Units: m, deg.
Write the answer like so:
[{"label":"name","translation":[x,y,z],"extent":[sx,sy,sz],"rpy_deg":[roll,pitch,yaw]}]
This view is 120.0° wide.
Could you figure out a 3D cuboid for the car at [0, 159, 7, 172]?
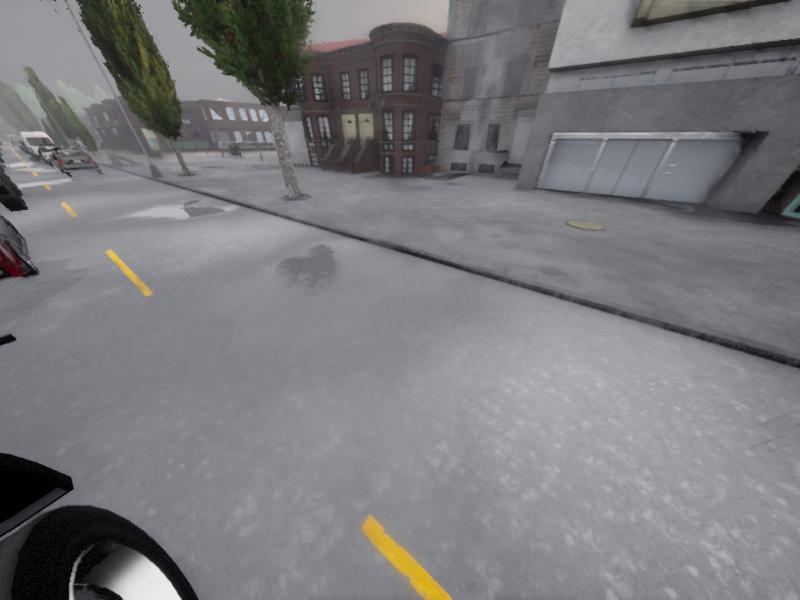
[{"label":"car","translation":[-32.789,-10.991,17.890],"extent":[5.366,1.575,1.801],"rpy_deg":[22,41,28]}]

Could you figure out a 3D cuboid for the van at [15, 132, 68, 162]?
[{"label":"van","translation":[-39.931,-17.132,25.721],"extent":[5.915,2.561,1.988],"rpy_deg":[23,41,28]}]

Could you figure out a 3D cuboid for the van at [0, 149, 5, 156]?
[{"label":"van","translation":[-56.179,-21.000,31.048],"extent":[5.915,2.561,1.988],"rpy_deg":[22,41,28]}]

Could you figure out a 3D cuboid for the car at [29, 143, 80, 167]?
[{"label":"car","translation":[-32.094,-13.540,21.488],"extent":[3.988,1.617,1.851],"rpy_deg":[22,41,28]}]

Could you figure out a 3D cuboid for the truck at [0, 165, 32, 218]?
[{"label":"truck","translation":[-16.217,-4.404,8.218],"extent":[6.274,2.098,2.390],"rpy_deg":[22,41,28]}]

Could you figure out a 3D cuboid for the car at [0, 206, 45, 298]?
[{"label":"car","translation":[-8.786,-1.054,4.154],"extent":[4.181,1.385,1.994],"rpy_deg":[22,41,28]}]

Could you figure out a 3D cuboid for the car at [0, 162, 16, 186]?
[{"label":"car","translation":[-23.806,-7.280,12.750],"extent":[4.902,1.511,2.128],"rpy_deg":[22,41,28]}]

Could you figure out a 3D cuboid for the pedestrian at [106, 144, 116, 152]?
[{"label":"pedestrian","translation":[-46.029,-24.205,36.760],"extent":[0.500,1.100,0.500],"rpy_deg":[21,40,26]}]

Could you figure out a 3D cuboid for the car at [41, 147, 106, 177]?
[{"label":"car","translation":[-22.798,-9.701,16.153],"extent":[3.705,1.549,1.789],"rpy_deg":[22,41,28]}]

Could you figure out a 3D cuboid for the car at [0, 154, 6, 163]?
[{"label":"car","translation":[-41.618,-14.735,22.879],"extent":[4.605,1.855,1.932],"rpy_deg":[22,41,28]}]

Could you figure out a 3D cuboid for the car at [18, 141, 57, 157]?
[{"label":"car","translation":[-48.654,-20.345,30.996],"extent":[4.856,1.649,2.033],"rpy_deg":[22,41,28]}]
